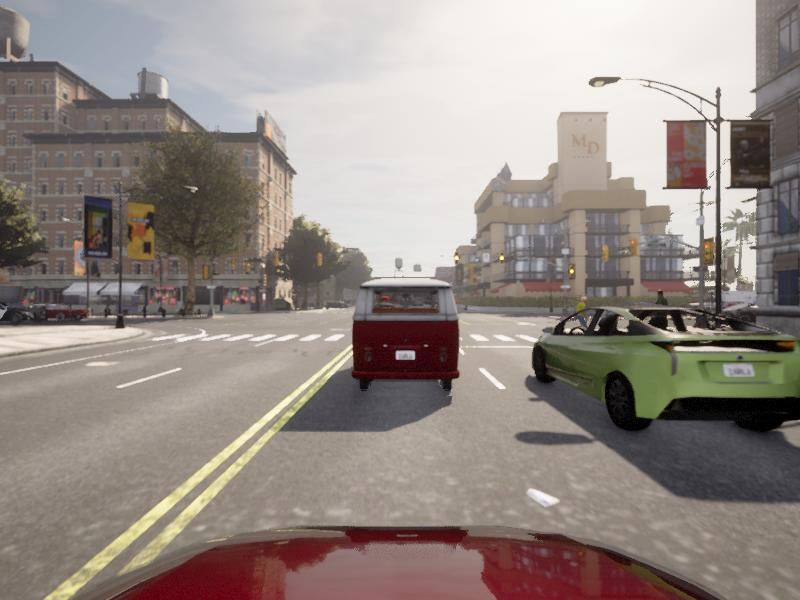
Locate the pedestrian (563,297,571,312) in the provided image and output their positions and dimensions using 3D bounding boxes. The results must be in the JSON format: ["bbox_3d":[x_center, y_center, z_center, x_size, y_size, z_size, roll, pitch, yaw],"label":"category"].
[{"bbox_3d":[20.434,0.540,48.994,0.751,1.860,0.751,0,0,1],"label":"pedestrian"}]

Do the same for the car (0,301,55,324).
[{"bbox_3d":[-27.207,0.856,27.693,4.974,1.542,2.038,0,0,1],"label":"car"}]

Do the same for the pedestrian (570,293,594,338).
[{"bbox_3d":[7.799,0.657,17.163,0.751,1.860,0.751,0,0,5],"label":"pedestrian"}]

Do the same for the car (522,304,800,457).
[{"bbox_3d":[3.589,0.836,6.330,2.007,1.525,4.514,0,0,1],"label":"car"}]

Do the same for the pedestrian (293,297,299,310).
[{"bbox_3d":[-14.888,0.548,57.163,0.751,1.860,0.751,0,0,-8],"label":"pedestrian"}]

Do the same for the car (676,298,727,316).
[{"bbox_3d":[31.251,0.692,41.569,3.866,1.878,1.905,0,0,1],"label":"car"}]

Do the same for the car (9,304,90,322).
[{"bbox_3d":[-27.223,0.978,31.195,4.718,1.301,1.895,0,0,1],"label":"car"}]

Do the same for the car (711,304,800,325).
[{"bbox_3d":[23.658,0.937,26.712,4.181,1.385,1.994,0,0,1],"label":"car"}]

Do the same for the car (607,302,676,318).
[{"bbox_3d":[22.949,0.938,38.225,5.357,1.411,2.033,0,0,1],"label":"car"}]

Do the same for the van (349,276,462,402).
[{"bbox_3d":[0.121,0.609,8.515,1.775,1.987,4.442,0,0,1],"label":"van"}]

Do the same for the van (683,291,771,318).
[{"bbox_3d":[31.000,0.421,38.075,6.366,2.431,2.351,0,0,1],"label":"van"}]

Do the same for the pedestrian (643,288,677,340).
[{"bbox_3d":[9.671,0.502,14.903,0.751,1.860,0.751,0,0,-20],"label":"pedestrian"}]

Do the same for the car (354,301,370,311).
[{"bbox_3d":[-6.100,0.908,65.213,2.128,1.511,4.902,0,0,1],"label":"car"}]

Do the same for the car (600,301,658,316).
[{"bbox_3d":[23.752,0.898,41.713,4.792,1.488,2.163,0,0,1],"label":"car"}]

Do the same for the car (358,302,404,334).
[{"bbox_3d":[-1.104,0.878,21.279,1.816,1.474,4.193,0,0,-12],"label":"car"}]
